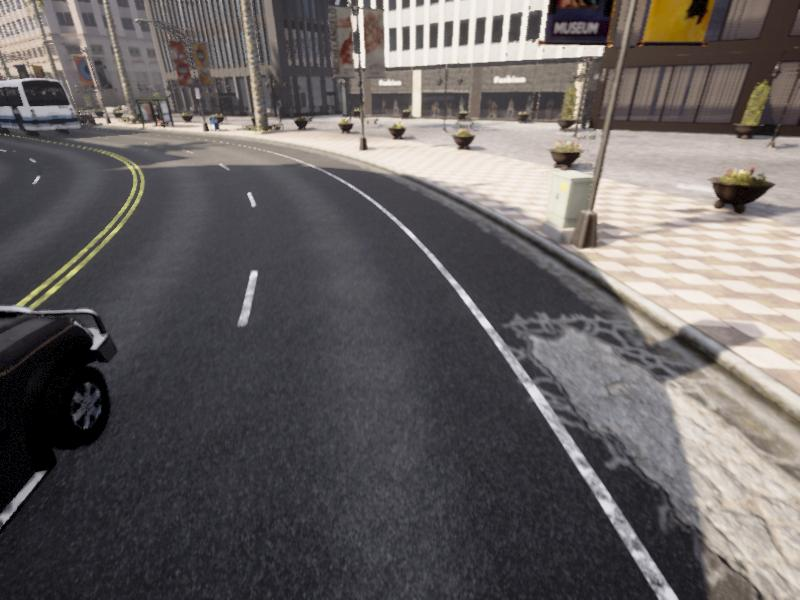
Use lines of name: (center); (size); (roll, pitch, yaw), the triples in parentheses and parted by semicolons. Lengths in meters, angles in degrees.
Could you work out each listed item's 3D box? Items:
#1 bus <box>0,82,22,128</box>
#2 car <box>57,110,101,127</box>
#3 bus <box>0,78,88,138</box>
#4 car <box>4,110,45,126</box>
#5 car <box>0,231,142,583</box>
bus: (-46.312, -21.246, 43.771); (10.273, 4.253, 3.944); (17, 32, 32)
car: (-36.326, -20.584, 45.258); (4.892, 1.521, 2.231); (18, 33, 32)
bus: (-32.695, -16.840, 35.025); (10.273, 4.253, 3.944); (16, 32, 29)
car: (-44.126, -21.404, 46.954); (4.974, 1.542, 2.038); (18, 33, 32)
car: (-3.741, 1.272, 2.144); (1.932, 1.855, 4.605); (-3, 28, -5)
